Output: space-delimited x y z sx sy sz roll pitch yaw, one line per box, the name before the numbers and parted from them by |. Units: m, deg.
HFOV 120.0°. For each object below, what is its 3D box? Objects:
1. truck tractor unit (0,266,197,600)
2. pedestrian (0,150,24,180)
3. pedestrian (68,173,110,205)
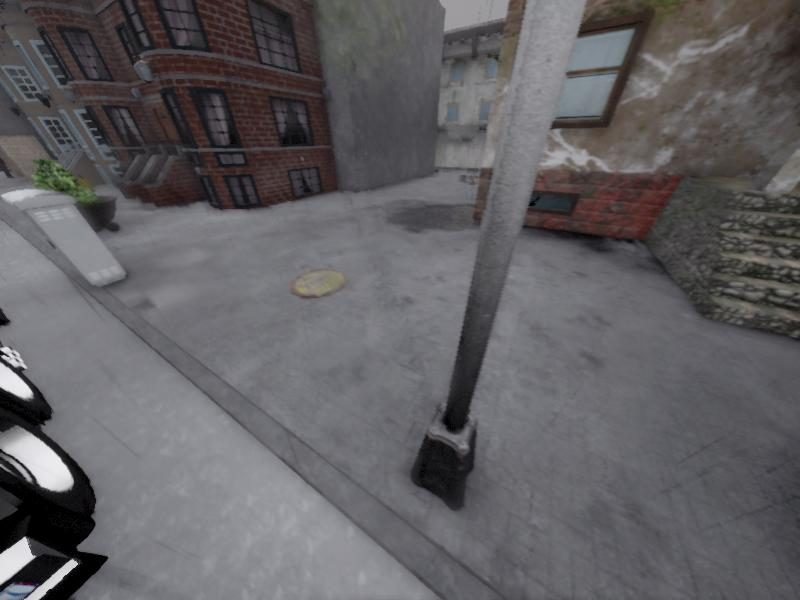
truck tractor unit | -5.117 -0.292 0.785 6.516 4.208 3.053 18 39 24
pedestrian | -27.764 -9.441 16.031 0.751 1.860 0.751 12 37 18
pedestrian | -12.907 -4.624 9.612 0.500 1.100 0.500 16 38 22
